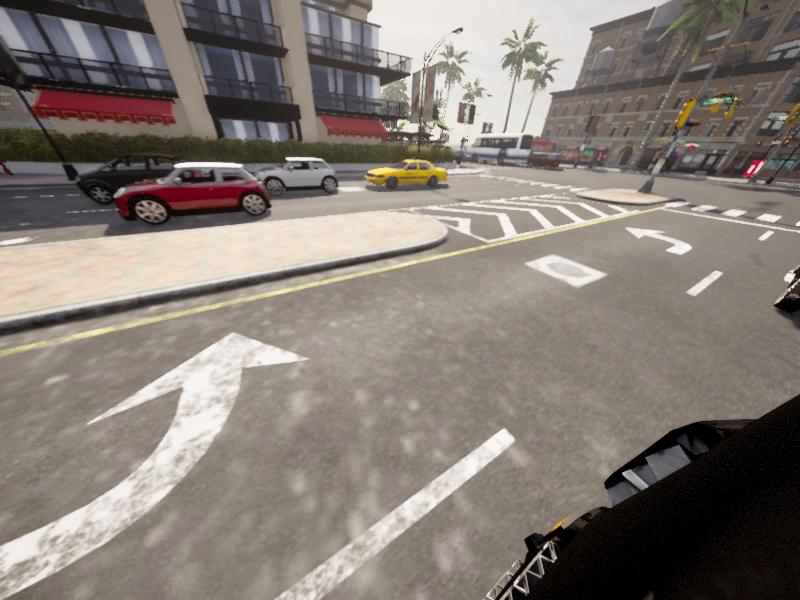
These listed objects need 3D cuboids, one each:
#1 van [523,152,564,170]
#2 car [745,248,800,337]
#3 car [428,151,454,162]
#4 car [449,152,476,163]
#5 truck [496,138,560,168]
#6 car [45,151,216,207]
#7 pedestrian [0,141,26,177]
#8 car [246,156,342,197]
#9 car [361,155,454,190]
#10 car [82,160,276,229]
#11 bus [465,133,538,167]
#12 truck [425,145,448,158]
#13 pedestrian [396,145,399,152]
[{"bbox_3d":[20.641,-20.134,33.410,1.775,1.987,4.442,-16,38,-25],"label":"van"},{"bbox_3d":[8.316,-0.435,3.673,4.902,1.511,2.128,-16,38,-26],"label":"car"},{"bbox_3d":[7.181,-25.586,41.103,2.007,1.525,4.514,-16,38,-25],"label":"car"},{"bbox_3d":[11.070,-25.574,41.405,1.812,1.442,4.674,-16,38,-25],"label":"car"},{"bbox_3d":[20.856,-24.643,38.499,2.891,3.827,8.468,-16,38,-25],"label":"truck"},{"bbox_3d":[-9.770,-4.772,8.959,3.705,1.549,1.789,-16,38,-26],"label":"car"},{"bbox_3d":[-19.557,-6.973,11.030,0.751,1.860,0.751,-10,36,-18],"label":"pedestrian"},{"bbox_3d":[-5.082,-6.127,11.346,3.806,1.475,1.970,-16,38,-26],"label":"car"},{"bbox_3d":[0.518,-7.826,14.147,5.366,1.575,1.801,-16,38,-26],"label":"car"},{"bbox_3d":[-6.339,-3.499,7.347,3.806,1.475,1.970,-16,38,-26],"label":"car"},{"bbox_3d":[16.428,-25.202,38.669,3.944,4.253,10.273,-16,38,-25],"label":"bus"},{"bbox_3d":[8.755,-36.176,56.159,2.627,2.467,5.204,-16,38,-25],"label":"truck"},{"bbox_3d":[-0.814,-52.132,79.575,0.751,1.860,0.751,-21,40,-31],"label":"pedestrian"}]
